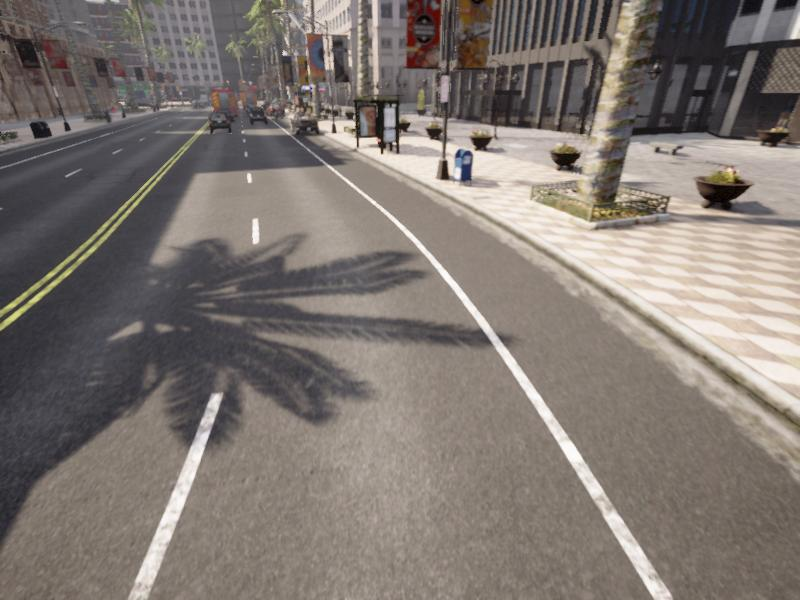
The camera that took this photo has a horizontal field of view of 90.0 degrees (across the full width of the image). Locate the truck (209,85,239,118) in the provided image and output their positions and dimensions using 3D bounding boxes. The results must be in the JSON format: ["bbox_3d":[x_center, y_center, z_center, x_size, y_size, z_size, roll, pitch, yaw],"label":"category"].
[{"bbox_3d":[-24.107,-27.383,55.196,2.891,3.827,8.468,-9,29,-17],"label":"truck"}]

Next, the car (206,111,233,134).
[{"bbox_3d":[-15.587,-15.457,34.678,1.789,1.549,3.705,-9,29,-17],"label":"car"}]

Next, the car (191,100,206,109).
[{"bbox_3d":[-43.975,-42.724,87.516,2.152,1.651,5.027,-9,29,-17],"label":"car"}]

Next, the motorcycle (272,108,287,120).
[{"bbox_3d":[-15.477,-23.953,51.388,0.764,1.277,2.356,5,28,9],"label":"motorcycle"}]

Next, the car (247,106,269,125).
[{"bbox_3d":[-15.594,-20.264,43.869,1.851,1.617,3.988,-10,29,-17],"label":"car"}]

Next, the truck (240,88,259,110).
[{"bbox_3d":[-30.658,-40.940,81.318,2.891,3.827,8.468,-9,29,-17],"label":"truck"}]

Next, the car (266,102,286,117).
[{"bbox_3d":[-17.826,-27.415,57.447,2.185,1.767,4.553,-10,29,-17],"label":"car"}]

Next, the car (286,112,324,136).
[{"bbox_3d":[-7.890,-14.576,32.965,2.231,1.521,4.892,-10,29,-17],"label":"car"}]

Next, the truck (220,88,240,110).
[{"bbox_3d":[-33.953,-40.389,80.274,2.891,3.827,8.468,-9,29,-17],"label":"truck"}]

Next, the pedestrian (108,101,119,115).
[{"bbox_3d":[-41.105,-27.533,57.316,0.751,1.860,0.751,-14,31,-25],"label":"pedestrian"}]

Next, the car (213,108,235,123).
[{"bbox_3d":[-20.185,-21.263,46.070,1.994,1.385,4.181,-10,29,-17],"label":"car"}]
